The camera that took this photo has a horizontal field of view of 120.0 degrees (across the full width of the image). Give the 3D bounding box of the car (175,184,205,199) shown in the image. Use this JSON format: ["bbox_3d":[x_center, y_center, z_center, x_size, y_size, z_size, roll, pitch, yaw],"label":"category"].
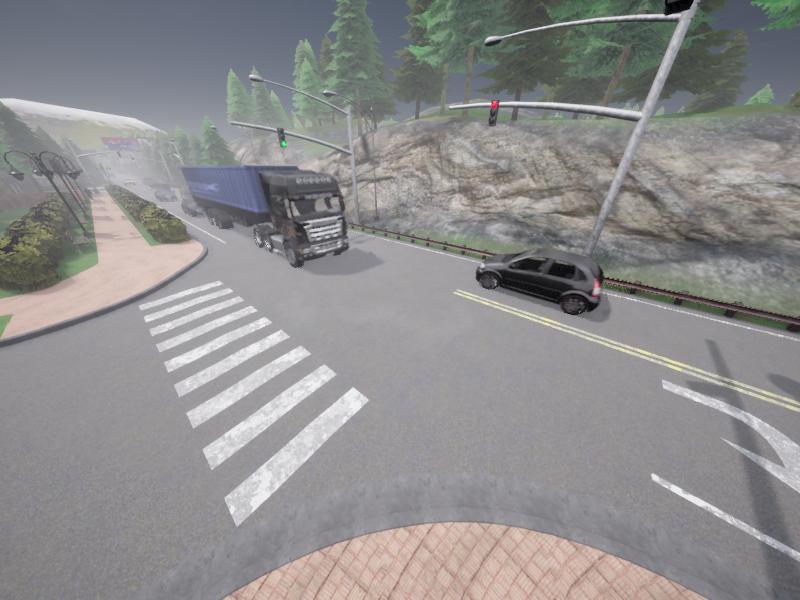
[{"bbox_3d":[-32.707,-16.981,35.954,4.611,1.667,2.242,23,37,34],"label":"car"}]

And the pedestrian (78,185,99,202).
[{"bbox_3d":[-39.534,-13.486,29.360,0.751,1.860,0.751,13,32,21],"label":"pedestrian"}]

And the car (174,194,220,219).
[{"bbox_3d":[-19.844,-9.209,22.534,4.856,1.649,2.033,23,37,34],"label":"car"}]

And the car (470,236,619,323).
[{"bbox_3d":[4.901,-0.994,8.329,3.988,1.617,1.851,23,37,34],"label":"car"}]

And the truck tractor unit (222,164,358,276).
[{"bbox_3d":[-5.636,-4.534,11.890,6.516,4.208,3.053,25,38,36],"label":"truck tractor unit"}]

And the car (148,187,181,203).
[{"bbox_3d":[-32.371,-14.475,31.773,4.902,1.511,2.128,23,37,34],"label":"car"}]

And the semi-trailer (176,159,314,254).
[{"bbox_3d":[-11.584,-7.251,16.360,14.254,4.402,2.717,24,37,34],"label":"semi-trailer"}]

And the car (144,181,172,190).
[{"bbox_3d":[-49.511,-23.457,47.348,4.892,1.490,1.837,12,31,20],"label":"car"}]
